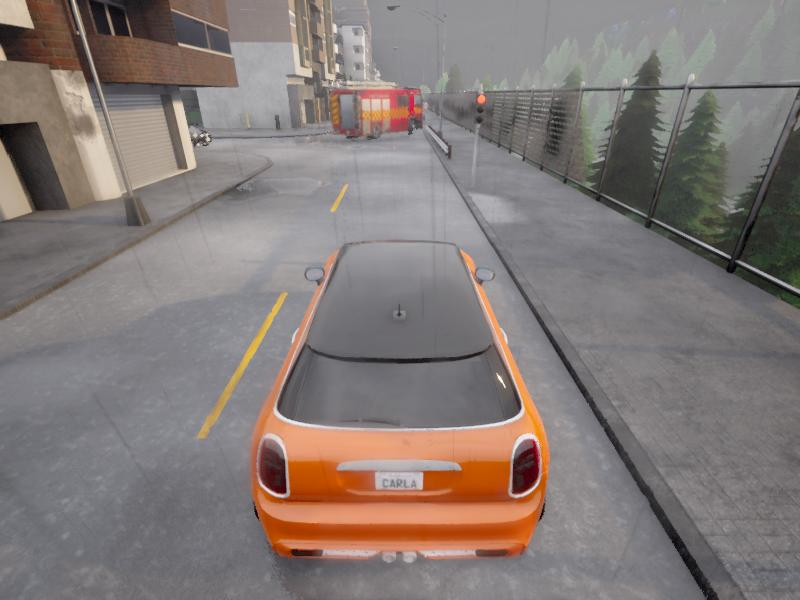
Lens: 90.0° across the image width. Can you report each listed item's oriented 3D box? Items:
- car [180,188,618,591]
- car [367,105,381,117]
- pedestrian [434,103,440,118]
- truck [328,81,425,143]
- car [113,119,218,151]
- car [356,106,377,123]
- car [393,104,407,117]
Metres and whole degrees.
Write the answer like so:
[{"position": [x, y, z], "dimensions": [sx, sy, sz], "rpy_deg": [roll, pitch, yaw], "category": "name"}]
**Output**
[{"position": [-0.003, 0.155, 4.347], "dimensions": [2.097, 1.767, 4.553], "rpy_deg": [0, 27, 0], "category": "car"}, {"position": [-4.004, -29.293, 61.888], "dimensions": [1.801, 1.575, 5.366], "rpy_deg": [0, 27, 0], "category": "car"}, {"position": [5.174, -26.534, 55.933], "dimensions": [0.751, 1.860, 0.751], "rpy_deg": [1, 27, 1], "category": "pedestrian"}, {"position": [-1.507, -14.823, 31.272], "dimensions": [2.891, 3.827, 8.468], "rpy_deg": [18, 32, 30], "category": "truck"}, {"position": [-14.525, -10.366, 25.008], "dimensions": [5.027, 1.651, 2.152], "rpy_deg": [1, 27, 3], "category": "car"}, {"position": [-4.001, -22.519, 48.471], "dimensions": [2.097, 1.767, 4.553], "rpy_deg": [0, 27, 0], "category": "car"}, {"position": [-0.004, -29.080, 61.424], "dimensions": [2.033, 1.649, 4.856], "rpy_deg": [0, 28, 0], "category": "car"}]
